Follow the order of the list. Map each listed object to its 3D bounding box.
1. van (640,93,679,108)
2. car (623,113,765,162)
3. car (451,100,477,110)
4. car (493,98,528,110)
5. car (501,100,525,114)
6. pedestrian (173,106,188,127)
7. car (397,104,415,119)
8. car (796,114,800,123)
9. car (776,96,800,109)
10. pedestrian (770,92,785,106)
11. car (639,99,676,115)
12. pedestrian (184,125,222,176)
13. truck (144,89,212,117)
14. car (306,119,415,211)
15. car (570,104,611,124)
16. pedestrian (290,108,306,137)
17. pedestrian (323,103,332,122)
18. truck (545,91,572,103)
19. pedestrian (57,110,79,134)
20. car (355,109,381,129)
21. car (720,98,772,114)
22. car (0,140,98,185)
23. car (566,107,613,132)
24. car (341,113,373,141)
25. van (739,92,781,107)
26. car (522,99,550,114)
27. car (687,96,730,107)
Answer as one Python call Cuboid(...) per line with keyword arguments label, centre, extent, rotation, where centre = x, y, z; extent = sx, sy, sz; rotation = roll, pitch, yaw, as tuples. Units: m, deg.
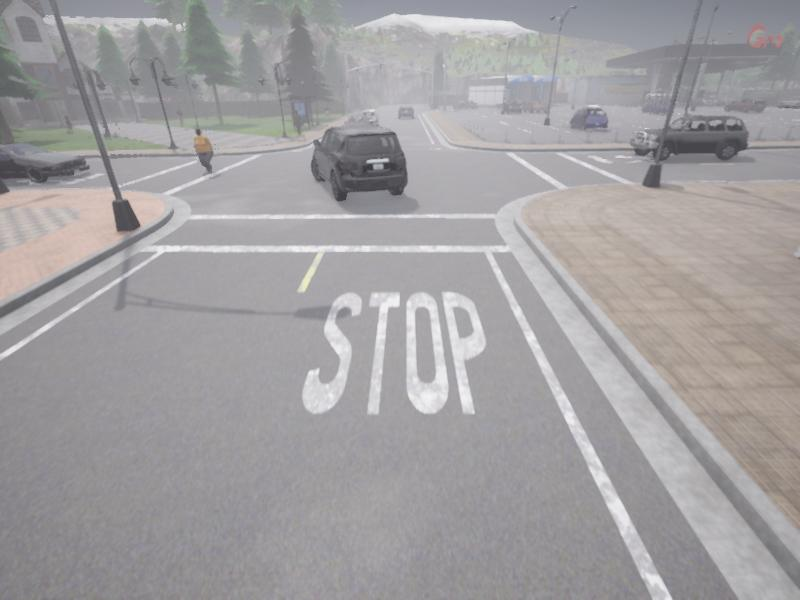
Cuboid(label="van", centre=(41.671, -32.036, 64.290), extent=(4.480, 2.038, 2.069), rotation=(0, 28, 2))
Cuboid(label="car", centre=(13.249, -7.486, 18.339), extent=(4.605, 1.855, 1.932), rotation=(0, 28, 2))
Cuboid(label="car", centre=(10.956, -33.432, 68.572), extent=(4.193, 1.474, 1.816), rotation=(0, 28, 2))
Cuboid(label="car", centre=(18.840, -33.496, 68.267), extent=(5.238, 1.638, 1.930), rotation=(0, 28, 2))
Cuboid(label="car", centre=(15.038, -25.932, 53.714), extent=(2.007, 1.523, 4.514), rotation=(0, 28, 2))
Cuboid(label="pedestrian", centre=(-21.464, -17.951, 39.125), extent=(0.751, 1.860, 0.751), rotation=(-21, 34, -34))
Cuboid(label="car", centre=(0.787, -23.980, 50.808), extent=(2.163, 1.488, 4.792), rotation=(0, 28, 1))
Cuboid(label="car", centre=(32.974, -14.069, 29.875), extent=(1.932, 1.855, 4.605), rotation=(0, 28, 2))
Cuboid(label="car", centre=(52.420, -26.040, 52.733), extent=(1.970, 1.475, 3.806), rotation=(0, 28, 2))
Cuboid(label="pedestrian", centre=(56.659, -30.196, 60.077), extent=(0.751, 1.860, 0.751), rotation=(0, 28, 2))
Cuboid(label="car", centre=(29.826, -22.453, 46.518), extent=(1.845, 1.501, 3.633), rotation=(0, 28, 2))
Cuboid(label="pedestrian", centre=(-8.016, -6.096, 16.357), extent=(0.751, 1.860, 0.751), rotation=(0, 28, 2))
Cuboid(label="truck", centre=(-35.398, -31.675, 64.200), extent=(8.468, 3.827, 2.891), rotation=(-7, 28, -11))
Cuboid(label="car", centre=(-1.532, -4.796, 13.498), extent=(2.150, 2.045, 5.566), rotation=(-10, 29, -18))
Cuboid(label="car", centre=(17.568, -17.281, 37.156), extent=(1.970, 1.475, 3.806), rotation=(0, 28, 2))
Cuboid(label="pedestrian", centre=(-7.390, -12.885, 29.034), extent=(0.751, 1.860, 0.751), rotation=(-10, 29, -17))
Cuboid(label="pedestrian", centre=(-7.842, -20.344, 43.335), extent=(0.751, 1.860, 0.751), rotation=(-4, 28, -5))
Cuboid(label="truck", centre=(38.536, -49.618, 97.598), extent=(5.204, 2.467, 2.627), rotation=(0, 28, 2))
Cuboid(label="pedestrian", centre=(-28.708, -15.412, 34.573), extent=(0.751, 1.860, 0.751), rotation=(19, 33, 33))
Cuboid(label="car", centre=(-2.937, -16.947, 37.464), extent=(1.970, 1.475, 3.806), rotation=(0, 28, 1))
Cuboid(label="car", centre=(39.813, -22.473, 46.181), extent=(2.007, 1.523, 4.514), rotation=(0, 28, 2))
Cuboid(label="car", centre=(-15.805, -5.594, 16.198), extent=(5.357, 1.411, 2.033), rotation=(0, 28, 2))
Cuboid(label="car", centre=(14.405, -13.849, 30.662), extent=(1.845, 1.501, 3.633), rotation=(0, 28, 2))
Cuboid(label="car", centre=(-3.076, -12.675, 29.203), extent=(1.789, 1.549, 3.705), rotation=(0, 28, 1))
Cuboid(label="van", centre=(57.275, -32.005, 63.766), extent=(4.442, 1.987, 1.775), rotation=(0, 28, 2))
Cuboid(label="car", centre=(18.175, -25.971, 53.665), extent=(2.152, 1.636, 5.027), rotation=(0, 28, 2))
Cuboid(label="car", centre=(49.405, -31.834, 64.127), extent=(4.974, 1.542, 2.038), rotation=(0, 28, 2))
